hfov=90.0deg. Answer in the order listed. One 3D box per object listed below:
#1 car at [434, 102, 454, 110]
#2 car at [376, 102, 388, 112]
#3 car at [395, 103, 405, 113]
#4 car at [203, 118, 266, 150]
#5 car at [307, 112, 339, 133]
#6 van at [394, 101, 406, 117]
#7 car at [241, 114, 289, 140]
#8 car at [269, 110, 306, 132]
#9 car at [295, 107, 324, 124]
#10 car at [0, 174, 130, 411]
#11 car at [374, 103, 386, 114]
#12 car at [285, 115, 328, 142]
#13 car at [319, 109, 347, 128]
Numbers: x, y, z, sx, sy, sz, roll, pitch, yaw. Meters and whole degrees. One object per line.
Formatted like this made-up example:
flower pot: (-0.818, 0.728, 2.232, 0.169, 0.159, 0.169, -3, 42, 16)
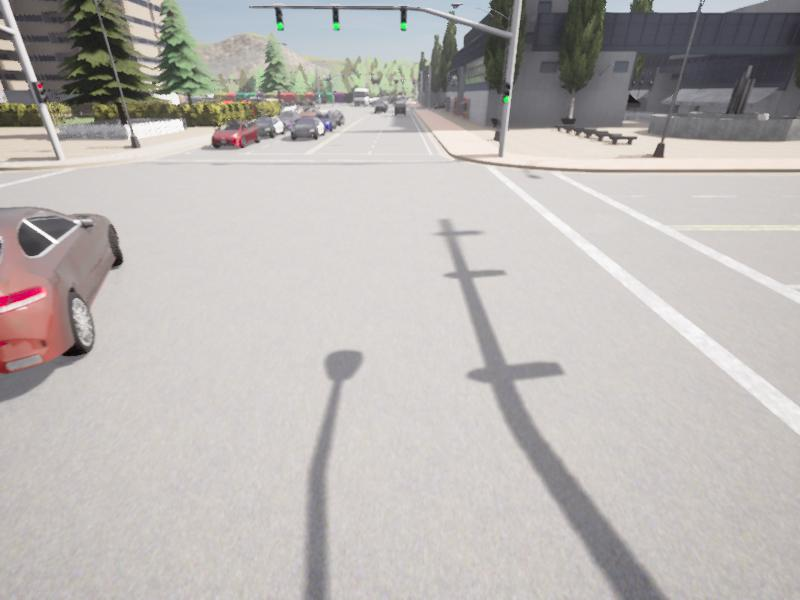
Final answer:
car: (9.443, -41.455, 85.419, 3.988, 1.617, 1.851, 0, 27, 0)
car: (-3.454, -37.551, 77.713, 2.033, 1.649, 4.856, 0, 27, 0)
car: (0.058, -35.424, 73.667, 1.789, 1.549, 3.705, 0, 27, 0)
car: (-10.554, -10.817, 25.940, 2.007, 1.525, 4.514, 1, 27, 2)
car: (-6.980, -16.381, 36.742, 2.007, 1.525, 4.514, 0, 27, 0)
van: (0.045, -29.425, 61.562, 1.775, 1.987, 4.442, 0, 27, 0)
car: (-10.486, -13.674, 31.483, 2.038, 1.542, 4.974, 0, 27, 0)
car: (-10.478, -16.902, 37.645, 2.033, 1.649, 4.856, 0, 27, 0)
car: (-10.469, -21.527, 46.580, 2.242, 1.667, 4.611, 0, 27, 0)
car: (-5.690, -0.504, 5.808, 2.152, 1.651, 5.027, -12, 30, -23)
car: (-3.446, -33.799, 70.436, 1.930, 1.638, 5.238, 0, 27, 0)
car: (-6.987, -13.185, 30.533, 2.038, 1.542, 4.974, 0, 27, 0)
car: (-6.974, -19.291, 42.410, 2.128, 1.511, 4.902, 0, 27, 0)
